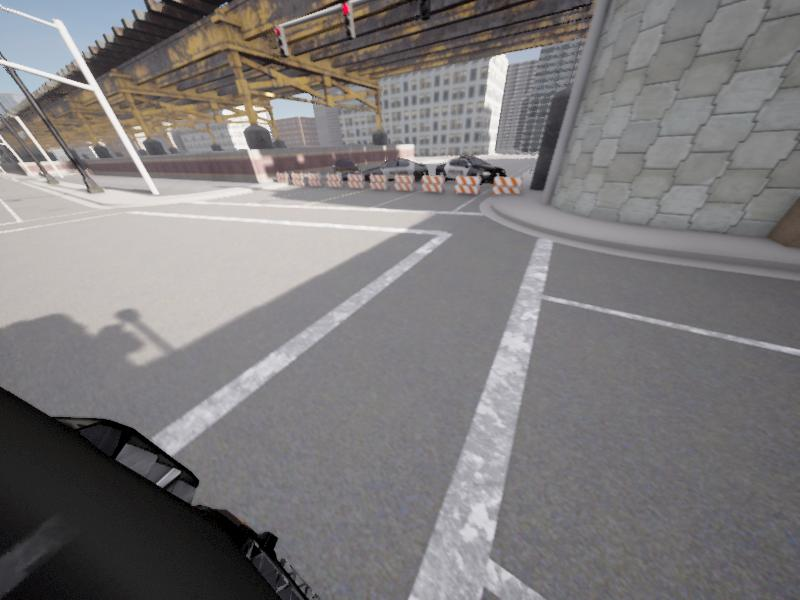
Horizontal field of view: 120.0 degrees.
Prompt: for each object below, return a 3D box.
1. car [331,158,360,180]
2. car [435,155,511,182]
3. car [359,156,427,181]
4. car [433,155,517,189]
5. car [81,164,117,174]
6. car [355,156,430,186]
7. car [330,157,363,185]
[{"bbox_3d":[-4.477,-10.726,18.729,1.853,1.218,4.536,-10,34,-11],"label":"car"},{"bbox_3d":[4.397,-8.476,14.709,1.853,1.218,4.536,-19,37,-23],"label":"car"},{"bbox_3d":[-0.496,-9.490,16.585,4.536,1.218,1.853,-4,34,-3],"label":"car"},{"bbox_3d":[4.429,-8.320,14.758,2.038,1.542,4.974,-19,37,-23],"label":"car"},{"bbox_3d":[-63.969,-27.979,49.233,2.038,1.542,4.974,-10,34,-11],"label":"car"},{"bbox_3d":[-0.542,-9.355,16.669,4.974,1.542,2.038,-4,34,-3],"label":"car"},{"bbox_3d":[-4.457,-10.568,18.774,2.038,1.542,4.974,-10,34,-11],"label":"car"}]
